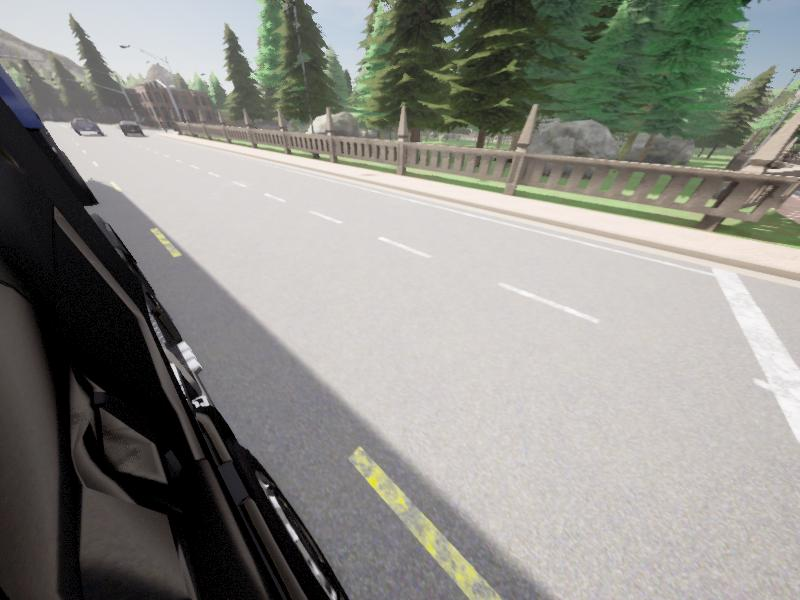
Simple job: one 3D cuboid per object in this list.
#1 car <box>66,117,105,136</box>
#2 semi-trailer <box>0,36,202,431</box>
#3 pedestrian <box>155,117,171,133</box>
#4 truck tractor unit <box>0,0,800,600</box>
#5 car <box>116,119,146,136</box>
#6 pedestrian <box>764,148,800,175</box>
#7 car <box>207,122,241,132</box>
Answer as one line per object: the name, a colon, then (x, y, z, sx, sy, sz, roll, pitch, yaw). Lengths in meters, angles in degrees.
car: (-38.967, -21.484, 28.590, 5.027, 1.651, 2.152, 29, 44, 30)
semi-trailer: (-8.742, -3.572, 4.188, 14.254, 4.402, 2.717, 28, 43, 29)
pedestrian: (-34.933, -25.738, 34.067, 0.751, 1.860, 0.751, 13, 38, 13)
truck tractor unit: (-2.645, -0.295, 0.351, 6.516, 4.208, 3.053, 28, 44, 30)
car: (-35.591, -22.768, 30.518, 1.930, 1.638, 5.238, -29, 47, -35)
pedestrian: (32.526, -11.753, 19.615, 0.751, 1.860, 0.751, -18, 41, -25)
car: (-37.919, -37.249, 49.848, 1.801, 1.575, 5.366, 28, 44, 30)
